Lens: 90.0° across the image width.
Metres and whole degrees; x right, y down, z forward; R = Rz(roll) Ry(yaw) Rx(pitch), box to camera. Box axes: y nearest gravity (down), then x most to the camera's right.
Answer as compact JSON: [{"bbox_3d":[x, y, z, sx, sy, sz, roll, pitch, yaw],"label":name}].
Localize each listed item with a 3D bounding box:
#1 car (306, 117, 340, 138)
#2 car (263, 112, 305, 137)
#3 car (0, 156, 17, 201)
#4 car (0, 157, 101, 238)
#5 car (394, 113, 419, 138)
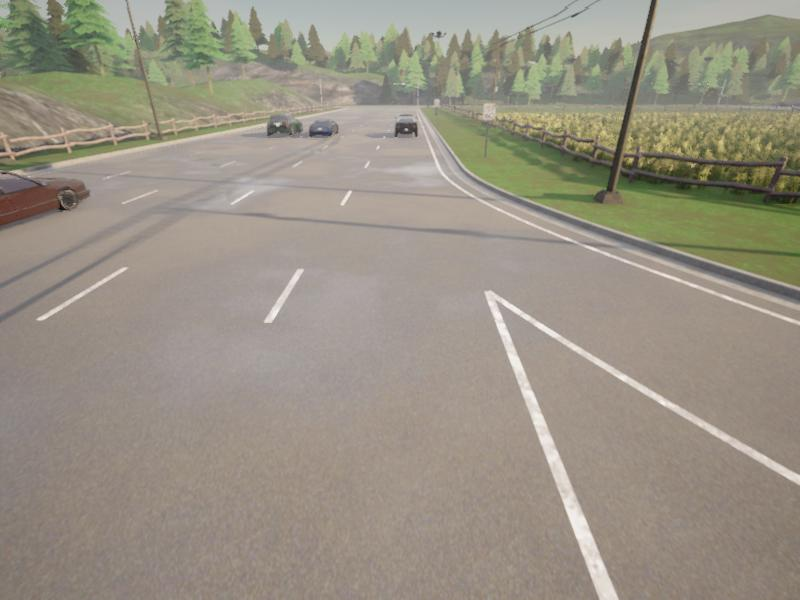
[{"bbox_3d":[-6.486,-14.879,34.374,1.994,1.385,4.181,1,27,1],"label":"car"},{"bbox_3d":[-9.975,-15.314,34.760,2.097,1.767,4.553,1,27,1],"label":"car"},{"bbox_3d":[-14.102,-3.200,11.302,2.007,1.525,4.514,1,27,1],"label":"car"},{"bbox_3d":[-10.631,-2.514,10.101,2.033,1.411,5.357,1,27,1],"label":"car"},{"bbox_3d":[0.558,-15.137,34.574,1.930,1.638,5.238,0,27,1],"label":"car"}]
